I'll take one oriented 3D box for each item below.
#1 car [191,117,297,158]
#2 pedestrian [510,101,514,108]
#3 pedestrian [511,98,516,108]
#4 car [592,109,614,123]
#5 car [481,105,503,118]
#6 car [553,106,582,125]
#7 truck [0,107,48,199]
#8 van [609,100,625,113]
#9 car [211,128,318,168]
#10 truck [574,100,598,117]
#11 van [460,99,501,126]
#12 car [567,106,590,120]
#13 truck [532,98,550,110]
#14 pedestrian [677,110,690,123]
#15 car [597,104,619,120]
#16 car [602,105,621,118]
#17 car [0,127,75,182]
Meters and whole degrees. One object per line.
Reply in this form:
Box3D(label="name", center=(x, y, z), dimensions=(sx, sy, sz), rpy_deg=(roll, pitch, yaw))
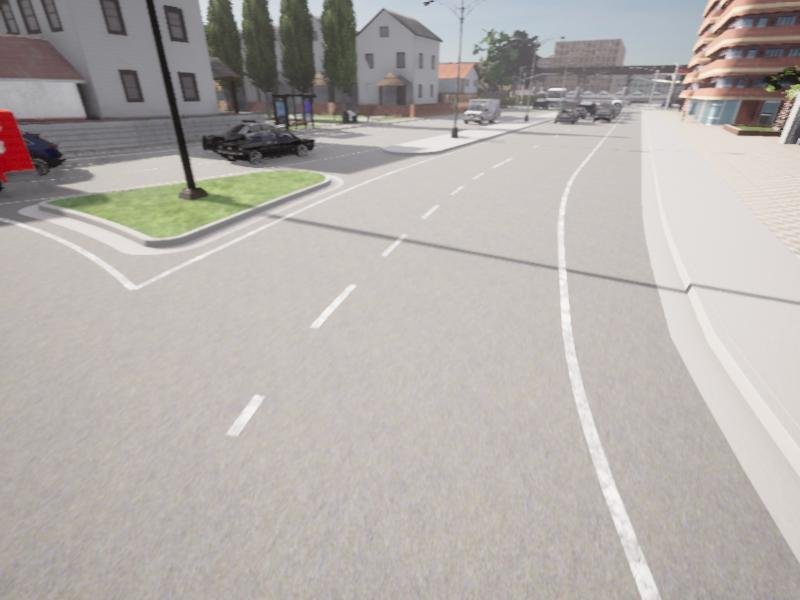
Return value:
Box3D(label="car", center=(-8.505, -9.208, 22.423), dimensions=(1.930, 1.638, 5.238), rpy_deg=(17, 32, 29))
Box3D(label="pedestrian", center=(24.594, -42.831, 87.783), dimensions=(0.751, 1.300, 0.751), rpy_deg=(11, 29, 20))
Box3D(label="pedestrian", center=(25.750, -44.826, 91.029), dimensions=(0.751, 1.860, 0.751), rpy_deg=(9, 29, 16))
Box3D(label="car", center=(24.748, -22.388, 48.706), dimensions=(1.895, 1.301, 4.718), rpy_deg=(14, 30, 25))
Box3D(label="car", center=(13.296, -27.313, 57.847), dimensions=(1.816, 1.474, 4.193), rpy_deg=(14, 31, 25))
Box3D(label="car", center=(19.507, -21.494, 46.502), dimensions=(2.242, 1.667, 4.611), rpy_deg=(14, 31, 25))
Box3D(label="truck", center=(-14.292, -4.198, 11.762), dimensions=(5.204, 2.467, 2.627), rpy_deg=(-23, 36, -37))
Box3D(label="van", center=(40.470, -36.176, 74.699), dimensions=(2.069, 2.038, 4.480), rpy_deg=(14, 30, 25))
Box3D(label="car", center=(-6.455, -7.579, 19.684), dimensions=(1.895, 1.301, 4.718), rpy_deg=(18, 32, 30))
Box3D(label="truck", center=(28.822, -29.626, 61.853), dimensions=(2.390, 2.098, 6.274), rpy_deg=(14, 30, 25))
Box3D(label="van", center=(8.914, -20.592, 43.784), dimensions=(2.351, 2.431, 6.366), rpy_deg=(14, 30, 25))
Box3D(label="car", center=(24.560, -25.739, 54.916), dimensions=(2.038, 1.542, 4.974), rpy_deg=(14, 30, 25))
Box3D(label="truck", center=(30.355, -42.130, 86.005), dimensions=(2.390, 2.098, 6.274), rpy_deg=(14, 30, 25))
Box3D(label="pedestrian", center=(32.108, -20.812, 45.338), dimensions=(0.751, 1.300, 0.751), rpy_deg=(10, 29, 18))
Box3D(label="car", center=(28.932, -26.172, 55.534), dimensions=(2.097, 1.767, 4.553), rpy_deg=(14, 30, 25))
Box3D(label="car", center=(33.049, -29.485, 62.472), dimensions=(2.152, 1.651, 5.027), rpy_deg=(14, 30, 25))
Box3D(label="car", center=(-15.636, -5.403, 14.993), dimensions=(4.856, 1.649, 2.033), rpy_deg=(-24, 36, -39))
